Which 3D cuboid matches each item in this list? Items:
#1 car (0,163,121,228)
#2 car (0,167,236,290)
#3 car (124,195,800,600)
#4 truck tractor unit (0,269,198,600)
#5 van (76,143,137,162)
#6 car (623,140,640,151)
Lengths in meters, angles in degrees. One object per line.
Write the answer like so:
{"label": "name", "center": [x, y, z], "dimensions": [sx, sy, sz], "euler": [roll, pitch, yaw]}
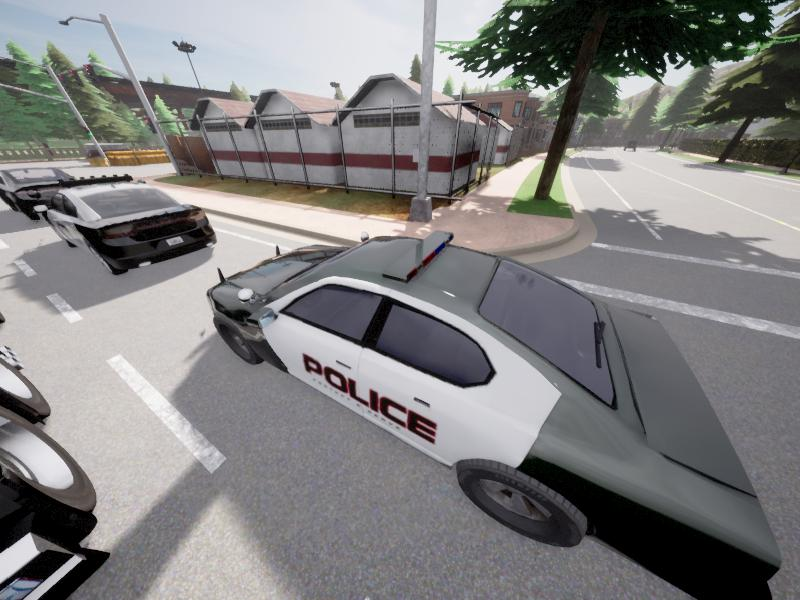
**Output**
{"label": "car", "center": [-13.409, -4.123, 8.690], "dimensions": [4.902, 1.511, 2.128], "euler": [18, 39, 24]}
{"label": "car", "center": [-6.794, -2.071, 5.582], "dimensions": [5.238, 1.638, 1.930], "euler": [18, 39, 24]}
{"label": "car", "center": [-0.159, 0.085, 2.535], "dimensions": [4.974, 1.542, 2.038], "euler": [17, 39, 24]}
{"label": "truck tractor unit", "center": [-5.120, -0.292, 0.766], "dimensions": [6.516, 4.208, 3.053], "euler": [18, 39, 24]}
{"label": "van", "center": [-39.636, -20.081, 31.369], "dimensions": [1.775, 1.987, 4.442], "euler": [16, 38, 22]}
{"label": "car", "center": [49.432, -33.009, 49.287], "dimensions": [1.905, 1.878, 3.866], "euler": [26, 43, 33]}
